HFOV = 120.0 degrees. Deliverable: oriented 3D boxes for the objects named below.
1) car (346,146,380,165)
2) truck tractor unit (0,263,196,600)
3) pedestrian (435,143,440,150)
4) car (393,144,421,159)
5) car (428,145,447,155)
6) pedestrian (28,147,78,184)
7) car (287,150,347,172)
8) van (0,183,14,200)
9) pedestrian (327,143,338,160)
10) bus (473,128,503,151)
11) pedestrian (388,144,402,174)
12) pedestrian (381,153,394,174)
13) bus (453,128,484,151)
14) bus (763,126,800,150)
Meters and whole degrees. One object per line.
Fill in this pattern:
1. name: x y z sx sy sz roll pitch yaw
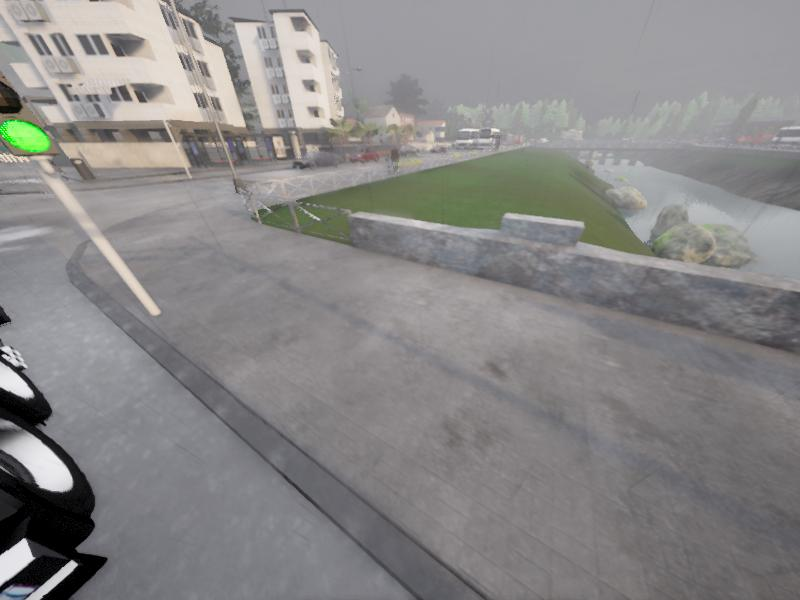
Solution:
1. car: -4.216 -17.015 27.086 1.851 1.617 3.988 18 39 24
2. truck tractor unit: -5.111 -0.299 0.787 6.516 4.208 3.053 18 39 24
3. pedestrian: 8.659 -35.558 53.448 0.751 1.300 0.751 24 42 31
4. car: 1.107 -22.307 34.612 1.930 1.638 5.238 18 39 24
5. car: 7.061 -28.099 43.120 1.994 1.385 4.181 18 39 24
6. pedestrian: -21.171 -8.223 14.143 0.751 1.860 0.751 12 37 17
7. car: -7.739 -13.432 22.155 2.033 1.411 5.357 18 39 24
8. van: -21.174 -5.232 9.976 4.442 1.987 1.775 -2 36 -2
9. pedestrian: -8.642 -19.051 29.604 0.751 1.860 0.751 29 44 35
10. bus: 21.778 -39.463 56.787 3.944 4.253 10.273 18 39 24
11. pedestrian: -0.371 -10.507 17.253 0.751 1.860 0.751 17 38 23
12. pedestrian: -0.935 -10.431 17.639 0.751 1.300 0.751 12 37 17
13. bus: 16.693 -38.708 55.747 3.944 4.253 10.273 18 39 24
14. bus: 90.340 -36.802 52.353 3.944 4.253 10.273 18 39 24
